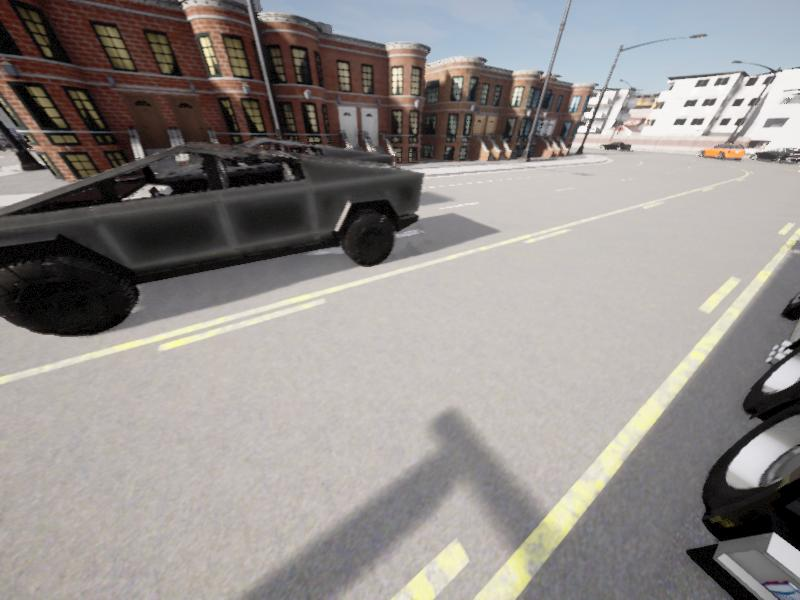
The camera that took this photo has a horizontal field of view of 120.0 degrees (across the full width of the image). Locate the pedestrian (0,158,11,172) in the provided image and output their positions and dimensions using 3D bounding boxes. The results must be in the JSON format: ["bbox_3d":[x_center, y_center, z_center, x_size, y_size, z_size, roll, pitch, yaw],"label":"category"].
[{"bbox_3d":[-22.524,-7.707,12.719,0.500,1.100,0.500,-22,42,-28],"label":"pedestrian"}]

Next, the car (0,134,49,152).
[{"bbox_3d":[-43.240,-17.795,26.100,2.128,1.511,4.902,-19,40,-25],"label":"car"}]

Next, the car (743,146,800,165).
[{"bbox_3d":[45.119,-17.284,27.520,2.128,1.511,4.902,10,37,13],"label":"car"}]

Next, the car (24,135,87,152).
[{"bbox_3d":[-39.763,-18.264,26.856,2.163,1.488,4.792,-16,39,-23],"label":"car"}]

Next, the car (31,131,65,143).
[{"bbox_3d":[-62.346,-28.952,40.994,1.789,1.549,3.705,-19,40,-25],"label":"car"}]

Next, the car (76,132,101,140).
[{"bbox_3d":[-70.729,-37.306,52.478,1.970,1.475,3.806,-19,40,-25],"label":"car"}]

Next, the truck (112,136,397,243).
[{"bbox_3d":[-3.424,-3.755,7.170,6.274,2.098,2.390,-19,40,-25],"label":"truck"}]

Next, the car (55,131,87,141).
[{"bbox_3d":[-66.747,-33.363,47.006,1.882,1.535,5.008,-19,40,-25],"label":"car"}]

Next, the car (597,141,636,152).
[{"bbox_3d":[41.024,-29.284,43.968,1.882,1.535,5.008,-10,37,-15],"label":"car"}]

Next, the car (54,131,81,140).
[{"bbox_3d":[-74.207,-36.786,51.629,1.812,1.442,4.674,-19,40,-25],"label":"car"}]

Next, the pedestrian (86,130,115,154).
[{"bbox_3d":[-28.403,-14.950,21.929,0.751,1.860,0.751,-17,40,-23],"label":"pedestrian"}]

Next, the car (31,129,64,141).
[{"bbox_3d":[-70.291,-33.023,46.167,1.905,1.878,3.866,-19,40,-25],"label":"car"}]

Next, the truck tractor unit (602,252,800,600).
[{"bbox_3d":[5.110,-0.299,0.790,6.516,4.208,3.053,-19,41,-25],"label":"truck tractor unit"}]

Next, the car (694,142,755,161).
[{"bbox_3d":[42.393,-19.604,30.419,2.097,1.767,4.553,8,37,9],"label":"car"}]

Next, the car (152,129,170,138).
[{"bbox_3d":[-69.377,-48.330,67.179,2.150,2.045,5.566,-19,40,-25],"label":"car"}]

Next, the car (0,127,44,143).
[{"bbox_3d":[-65.854,-28.633,40.069,2.150,2.045,5.566,-19,40,-25],"label":"car"}]

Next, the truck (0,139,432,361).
[{"bbox_3d":[-2.752,-1.595,4.209,6.274,2.098,2.390,-18,40,-25],"label":"truck"}]
